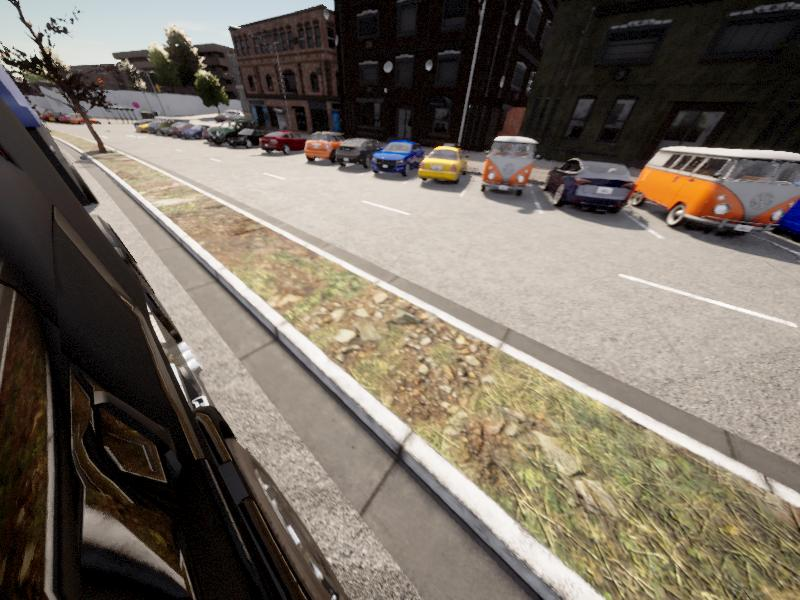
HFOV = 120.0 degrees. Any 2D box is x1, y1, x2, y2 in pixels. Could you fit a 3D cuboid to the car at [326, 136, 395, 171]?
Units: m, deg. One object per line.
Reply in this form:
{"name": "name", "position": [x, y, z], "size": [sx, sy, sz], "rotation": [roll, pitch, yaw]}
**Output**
{"name": "car", "position": [-2.223, -9.479, 14.770], "size": [2.231, 1.521, 4.892], "rotation": [14, 38, 14]}

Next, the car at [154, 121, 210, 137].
{"name": "car", "position": [-28.476, -22.469, 30.459], "size": [2.231, 1.521, 4.892], "rotation": [12, 37, 11]}

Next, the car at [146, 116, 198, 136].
{"name": "car", "position": [-30.950, -23.712, 31.583], "size": [1.878, 1.987, 4.442], "rotation": [11, 37, 11]}

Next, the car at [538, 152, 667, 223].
{"name": "car", "position": [7.030, -4.559, 8.832], "size": [2.163, 1.488, 4.792], "rotation": [14, 38, 15]}

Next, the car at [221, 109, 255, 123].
{"name": "car", "position": [-36.464, -41.457, 52.092], "size": [5.566, 2.045, 2.435], "rotation": [8, 43, 6]}

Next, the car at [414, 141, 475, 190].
{"name": "car", "position": [2.476, -7.137, 11.937], "size": [1.946, 1.575, 5.366], "rotation": [14, 38, 15]}

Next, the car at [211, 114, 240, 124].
{"name": "car", "position": [-37.994, -39.483, 50.346], "size": [4.674, 1.452, 2.002], "rotation": [8, 43, 6]}

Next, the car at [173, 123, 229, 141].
{"name": "car", "position": [-23.606, -20.150, 27.733], "size": [2.002, 1.452, 4.674], "rotation": [12, 37, 11]}

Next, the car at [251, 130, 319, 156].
{"name": "car", "position": [-9.253, -13.123, 19.188], "size": [2.097, 1.535, 5.008], "rotation": [13, 38, 13]}

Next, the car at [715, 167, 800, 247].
{"name": "car", "position": [11.615, -2.095, 5.781], "size": [2.097, 1.535, 5.008], "rotation": [15, 38, 15]}

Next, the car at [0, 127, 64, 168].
{"name": "car", "position": [-19.571, -7.918, 11.858], "size": [4.181, 1.385, 1.994], "rotation": [26, 43, 28]}

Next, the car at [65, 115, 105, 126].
{"name": "car", "position": [-70.142, -40.075, 51.512], "size": [2.185, 1.767, 4.553], "rotation": [8, 37, 7]}

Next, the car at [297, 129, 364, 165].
{"name": "car", "position": [-4.558, -10.795, 16.167], "size": [2.185, 1.767, 4.553], "rotation": [13, 38, 14]}

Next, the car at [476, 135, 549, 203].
{"name": "car", "position": [4.697, -5.917, 10.071], "size": [1.878, 1.987, 4.442], "rotation": [14, 38, 14]}

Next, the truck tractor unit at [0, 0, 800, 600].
{"name": "truck tractor unit", "position": [-2.645, -0.295, 0.352], "size": [6.516, 4.208, 3.053], "rotation": [28, 44, 30]}

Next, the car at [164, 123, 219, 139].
{"name": "car", "position": [-26.045, -21.295, 29.108], "size": [2.002, 1.452, 4.674], "rotation": [11, 37, 11]}

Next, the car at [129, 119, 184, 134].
{"name": "car", "position": [-35.914, -25.727, 34.334], "size": [1.946, 1.575, 5.366], "rotation": [11, 37, 10]}

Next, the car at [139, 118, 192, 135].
{"name": "car", "position": [-33.379, -24.836, 33.101], "size": [2.185, 1.767, 4.553], "rotation": [11, 37, 10]}

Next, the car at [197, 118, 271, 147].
{"name": "car", "position": [-16.370, -16.876, 23.330], "size": [2.435, 2.045, 5.566], "rotation": [13, 37, 12]}

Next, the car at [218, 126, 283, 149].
{"name": "car", "position": [-13.984, -15.512, 22.080], "size": [2.097, 1.535, 5.008], "rotation": [13, 38, 12]}

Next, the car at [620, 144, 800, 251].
{"name": "car", "position": [9.295, -3.446, 7.061], "size": [1.878, 1.987, 4.442], "rotation": [14, 38, 15]}

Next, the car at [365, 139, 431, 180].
{"name": "car", "position": [0.114, -8.265, 13.295], "size": [2.097, 1.535, 5.008], "rotation": [14, 38, 14]}

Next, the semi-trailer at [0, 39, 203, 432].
{"name": "semi-trailer", "position": [-8.744, -3.571, 4.184], "size": [14.254, 4.402, 2.717], "rotation": [28, 44, 29]}

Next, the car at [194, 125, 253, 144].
{"name": "car", "position": [-18.783, -17.831, 24.939], "size": [2.002, 1.452, 4.674], "rotation": [12, 37, 12]}
